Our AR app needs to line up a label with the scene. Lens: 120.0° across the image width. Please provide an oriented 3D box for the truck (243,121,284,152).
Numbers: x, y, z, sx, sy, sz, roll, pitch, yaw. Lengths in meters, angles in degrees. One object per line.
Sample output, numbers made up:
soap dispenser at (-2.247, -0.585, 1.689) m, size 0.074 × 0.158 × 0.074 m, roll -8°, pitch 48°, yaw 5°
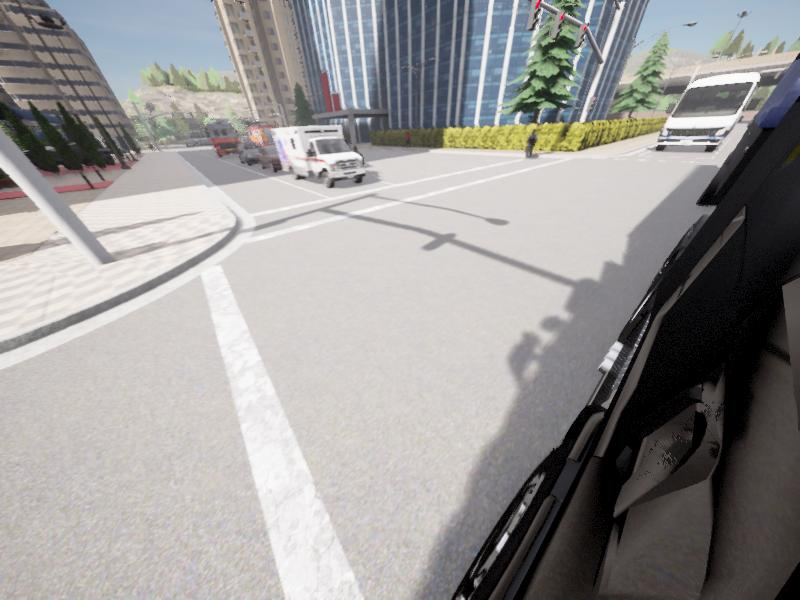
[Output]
truck at (-22.598, -26.892, 38.101) m, size 2.891 × 3.827 × 8.468 m, roll -28°, pitch 44°, yaw -30°

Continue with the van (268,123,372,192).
van at (-4.401, -7.708, 12.296) m, size 2.351 × 2.431 × 6.366 m, roll -28°, pitch 44°, yaw -30°

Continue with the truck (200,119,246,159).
truck at (-23.597, -21.306, 30.637) m, size 2.891 × 3.827 × 8.468 m, roll -26°, pitch 42°, yaw -28°

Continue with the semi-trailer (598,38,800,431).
semi-trailer at (8.702, -3.586, 4.248) m, size 14.254 × 4.402 × 2.717 m, roll -28°, pitch 43°, yaw -30°

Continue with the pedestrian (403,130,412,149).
pedestrian at (0.964, -19.565, 28.110) m, size 0.751 × 1.860 × 0.751 m, roll -25°, pitch 42°, yaw -27°

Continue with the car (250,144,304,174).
car at (-9.283, -10.634, 17.289) m, size 1.882 × 1.535 × 5.008 m, roll -28°, pitch 44°, yaw -30°

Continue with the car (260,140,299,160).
car at (-13.403, -16.655, 25.570) m, size 1.930 × 1.638 × 5.238 m, roll -28°, pitch 44°, yaw -30°

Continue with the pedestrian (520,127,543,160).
pedestrian at (9.285, -11.047, 16.372) m, size 0.751 × 1.860 × 0.751 m, roll 29°, pitch 47°, yaw 35°

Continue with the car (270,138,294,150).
car at (-21.509, -28.476, 42.109) m, size 2.128 × 1.511 × 4.902 m, roll -28°, pitch 44°, yaw -30°

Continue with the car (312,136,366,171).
car at (-4.430, -10.730, 16.819) m, size 1.905 × 1.878 × 3.866 m, roll -28°, pitch 44°, yaw -30°

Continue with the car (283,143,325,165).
car at (-8.864, -13.515, 21.286) m, size 1.994 × 1.385 × 4.181 m, roll -27°, pitch 43°, yaw -29°

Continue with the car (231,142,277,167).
car at (-13.550, -13.550, 21.372) m, size 2.242 × 1.667 × 4.611 m, roll -28°, pitch 44°, yaw -30°

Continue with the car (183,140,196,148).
car at (-63.771, -47.217, 69.882) m, size 2.033 × 1.649 × 4.856 m, roll -28°, pitch 44°, yaw -30°

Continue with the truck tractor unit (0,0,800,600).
truck tractor unit at (2.645, -0.295, 0.351) m, size 6.516 × 4.208 × 3.053 m, roll -28°, pitch 44°, yaw -30°

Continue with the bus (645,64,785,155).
bus at (23.903, -14.228, 17.776) m, size 10.273 × 4.253 × 3.944 m, roll -28°, pitch 43°, yaw -30°

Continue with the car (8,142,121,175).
car at (-31.512, -13.803, 22.242) m, size 2.390 × 2.098 × 6.274 m, roll -8°, pitch 37°, yaw -7°
